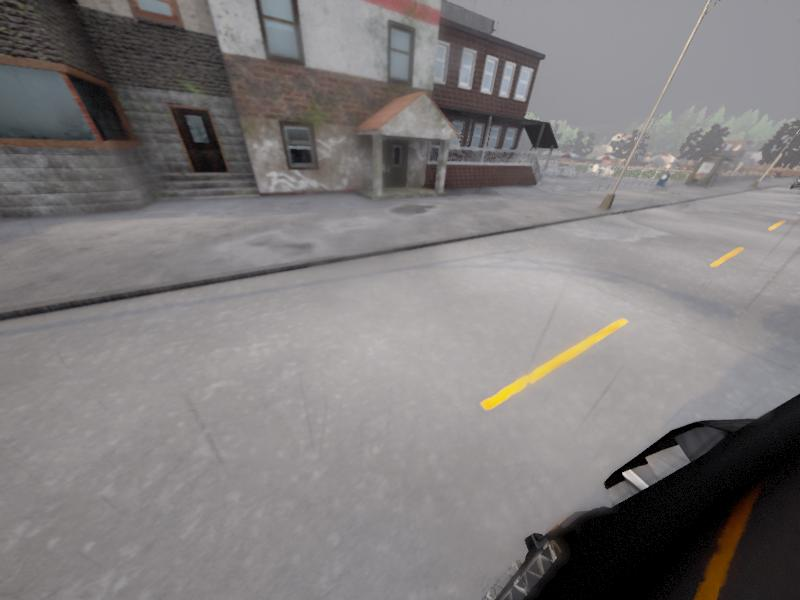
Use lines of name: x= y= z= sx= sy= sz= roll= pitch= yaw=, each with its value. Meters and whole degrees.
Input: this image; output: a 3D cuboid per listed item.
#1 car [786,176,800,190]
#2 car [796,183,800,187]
car: x=49.544 y=-14.150 z=27.965 sx=5.357 sy=1.411 sz=2.033 roll=-15 pitch=38 yaw=-26
car: x=57.362 y=-16.340 z=31.831 sx=4.514 sy=1.525 sz=2.007 roll=-15 pitch=38 yaw=-26
